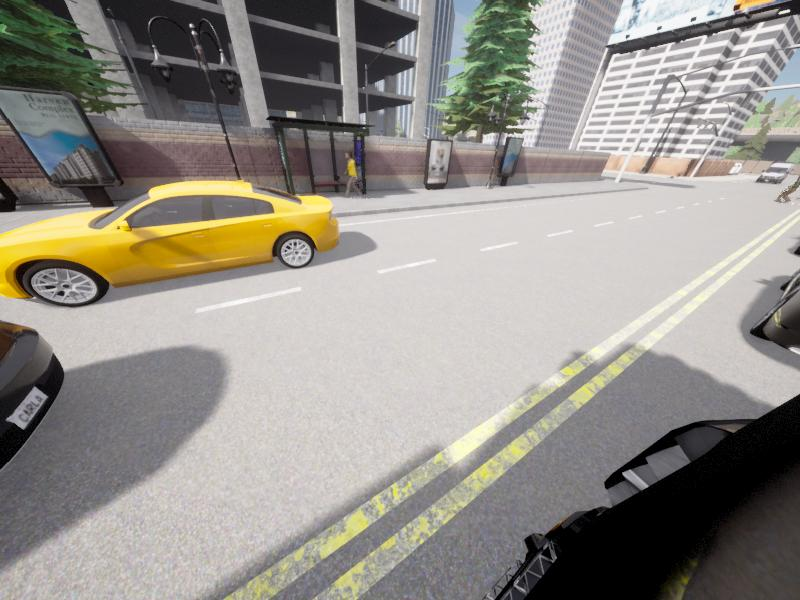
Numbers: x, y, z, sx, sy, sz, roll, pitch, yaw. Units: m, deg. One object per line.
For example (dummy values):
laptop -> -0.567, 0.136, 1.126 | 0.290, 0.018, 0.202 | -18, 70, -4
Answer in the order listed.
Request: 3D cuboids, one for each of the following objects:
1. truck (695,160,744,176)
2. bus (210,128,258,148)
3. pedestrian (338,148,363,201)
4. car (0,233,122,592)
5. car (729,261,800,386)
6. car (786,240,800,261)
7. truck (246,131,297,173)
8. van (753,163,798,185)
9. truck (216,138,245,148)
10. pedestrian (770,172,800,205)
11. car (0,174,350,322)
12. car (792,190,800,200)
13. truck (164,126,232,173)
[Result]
truck -> 67.199, -27.909, 48.708 | 2.615, 2.467, 5.204 | -16, 38, -26
bus -> -48.602, -47.656, 68.112 | 10.273, 4.253, 3.944 | -16, 38, -26
pedestrian -> -2.048, -5.247, 9.691 | 0.751, 1.860, 0.751 | -10, 36, -18
car -> -4.771, 1.161, 0.479 | 4.892, 1.490, 1.837 | -16, 38, -26
car -> 7.289, -0.095, 3.171 | 5.238, 1.638, 1.930 | -16, 38, -26
car -> 13.676, -1.921, 6.390 | 4.611, 1.667, 2.242 | -16, 38, -26
truck -> -10.481, -11.992, 18.677 | 2.615, 2.467, 5.204 | -16, 38, -26
van -> 54.639, -18.400, 33.598 | 5.915, 2.561, 1.988 | -16, 38, -26
truck -> -48.149, -44.738, 65.703 | 6.274, 2.098, 2.390 | -16, 38, -26
pedestrian -> 26.581, -7.525, 15.615 | 0.751, 1.860, 0.751 | -15, 37, -25
car -> -3.724, -1.390, 4.364 | 5.008, 1.535, 1.882 | -16, 38, -26
car -> 35.112, -8.371, 17.418 | 5.566, 2.045, 2.150 | 6, 34, 5
truck -> -14.207, -10.928, 16.787 | 2.615, 2.467, 5.204 | -16, 38, -26
